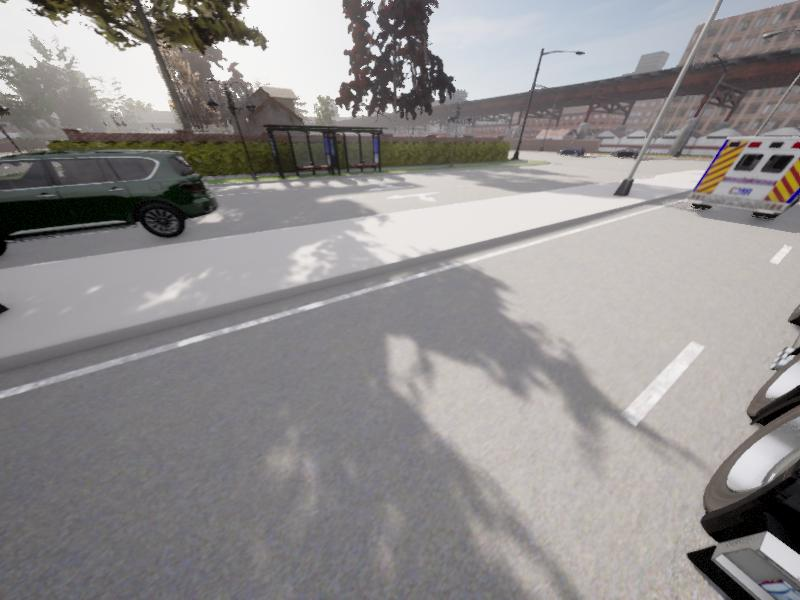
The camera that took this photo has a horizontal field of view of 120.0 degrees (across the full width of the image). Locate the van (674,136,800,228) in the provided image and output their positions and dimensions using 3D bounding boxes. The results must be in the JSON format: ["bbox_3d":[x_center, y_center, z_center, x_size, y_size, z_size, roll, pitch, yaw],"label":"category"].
[{"bbox_3d":[14.245,-4.828,8.978,6.366,2.431,2.351,-18,39,-24],"label":"van"}]

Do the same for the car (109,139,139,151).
[{"bbox_3d":[-57.738,-32.527,48.438,2.150,2.045,5.566,-18,39,-25],"label":"car"}]

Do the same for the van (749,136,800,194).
[{"bbox_3d":[23.745,-7.957,13.475,5.915,2.561,1.988,-18,39,-24],"label":"van"}]

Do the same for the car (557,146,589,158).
[{"bbox_3d":[29.629,-25.517,39.663,1.789,1.549,3.705,-18,39,-24],"label":"car"}]

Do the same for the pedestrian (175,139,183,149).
[{"bbox_3d":[-50.312,-35.477,52.612,0.751,1.860,0.751,-25,42,-32],"label":"pedestrian"}]

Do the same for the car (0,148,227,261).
[{"bbox_3d":[-8.194,-2.660,5.972,5.566,2.045,2.150,-18,39,-24],"label":"car"}]

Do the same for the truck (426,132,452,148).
[{"bbox_3d":[11.732,-48.793,70.219,2.891,3.827,8.468,-18,40,-24],"label":"truck"}]

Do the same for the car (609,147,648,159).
[{"bbox_3d":[35.933,-23.214,36.430,1.845,1.501,3.633,-18,39,-24],"label":"car"}]

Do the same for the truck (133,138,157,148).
[{"bbox_3d":[-66.160,-40.837,60.118,2.390,2.098,6.274,-18,39,-25],"label":"truck"}]

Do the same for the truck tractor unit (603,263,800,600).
[{"bbox_3d":[5.115,-0.292,0.806,6.516,4.208,3.053,-18,38,-25],"label":"truck tractor unit"}]

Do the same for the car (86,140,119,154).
[{"bbox_3d":[-52.043,-26.887,40.553,1.932,1.855,4.605,-18,39,-25],"label":"car"}]
